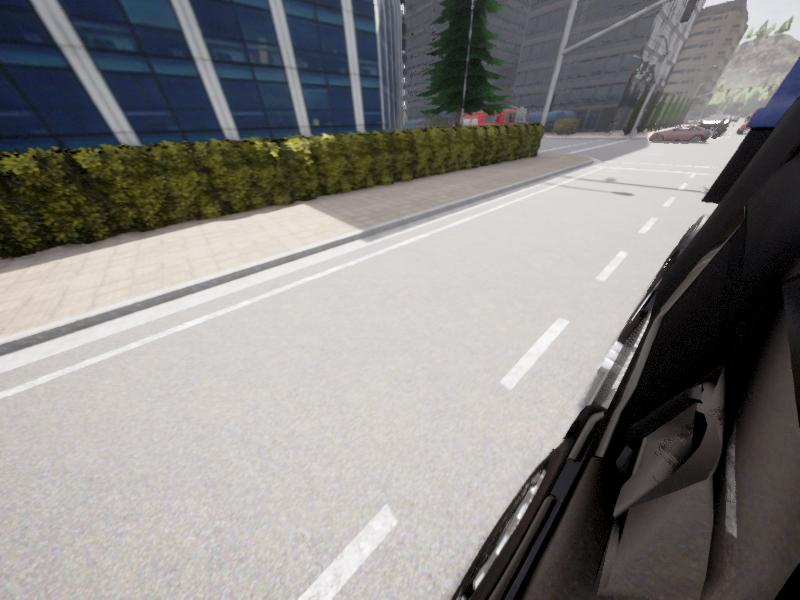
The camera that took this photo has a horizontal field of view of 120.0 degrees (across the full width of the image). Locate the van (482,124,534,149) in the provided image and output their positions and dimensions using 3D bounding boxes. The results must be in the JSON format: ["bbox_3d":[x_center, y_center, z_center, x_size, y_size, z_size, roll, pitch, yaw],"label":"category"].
[{"bbox_3d":[11.553,-17.756,25.074,1.775,1.987,4.442,-29,44,-31],"label":"van"}]

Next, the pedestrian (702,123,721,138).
[{"bbox_3d":[34.847,-18.939,25.877,0.751,1.300,0.751,-30,45,-32],"label":"pedestrian"}]

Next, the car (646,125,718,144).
[{"bbox_3d":[27.707,-16.397,22.862,1.994,1.385,4.181,-29,44,-31],"label":"car"}]

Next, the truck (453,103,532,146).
[{"bbox_3d":[11.154,-21.925,29.136,2.891,3.827,8.468,-29,44,-31],"label":"truck"}]

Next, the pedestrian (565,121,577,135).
[{"bbox_3d":[28.572,-28.789,38.675,0.751,1.860,0.751,-12,38,-12],"label":"pedestrian"}]

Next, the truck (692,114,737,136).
[{"bbox_3d":[40.612,-22.583,29.800,6.274,2.098,2.390,-28,44,-30],"label":"truck"}]

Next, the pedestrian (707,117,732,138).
[{"bbox_3d":[36.059,-19.523,26.122,0.751,1.860,0.751,-20,40,-22],"label":"pedestrian"}]

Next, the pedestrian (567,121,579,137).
[{"bbox_3d":[25.225,-24.968,33.760,0.751,1.860,0.751,25,45,32],"label":"pedestrian"}]

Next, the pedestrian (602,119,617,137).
[{"bbox_3d":[28.977,-23.779,31.959,0.751,1.860,0.751,-29,44,-31],"label":"pedestrian"}]

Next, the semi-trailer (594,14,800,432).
[{"bbox_3d":[8.920,-3.428,4.020,14.254,4.402,2.717,-25,42,-27],"label":"semi-trailer"}]

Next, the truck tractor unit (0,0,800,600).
[{"bbox_3d":[2.645,-0.295,0.351,6.516,4.208,3.053,-28,44,-30],"label":"truck tractor unit"}]
